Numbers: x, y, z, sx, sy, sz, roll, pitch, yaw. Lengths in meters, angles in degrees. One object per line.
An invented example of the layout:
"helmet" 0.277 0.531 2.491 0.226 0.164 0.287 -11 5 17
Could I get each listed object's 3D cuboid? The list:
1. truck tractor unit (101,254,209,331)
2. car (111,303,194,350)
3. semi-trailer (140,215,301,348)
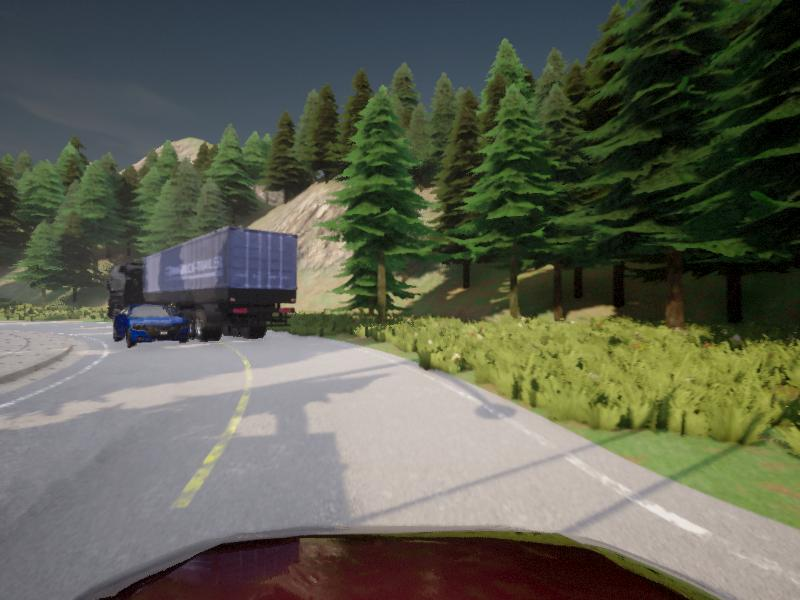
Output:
"truck tractor unit" -15.279 -0.409 24.844 6.516 4.208 3.053 0 0 31
"car" -9.775 0.891 15.588 1.882 1.535 5.008 0 0 -42
"semi-trailer" -9.578 -0.558 19.431 2.717 4.402 14.254 1 -1 -43
